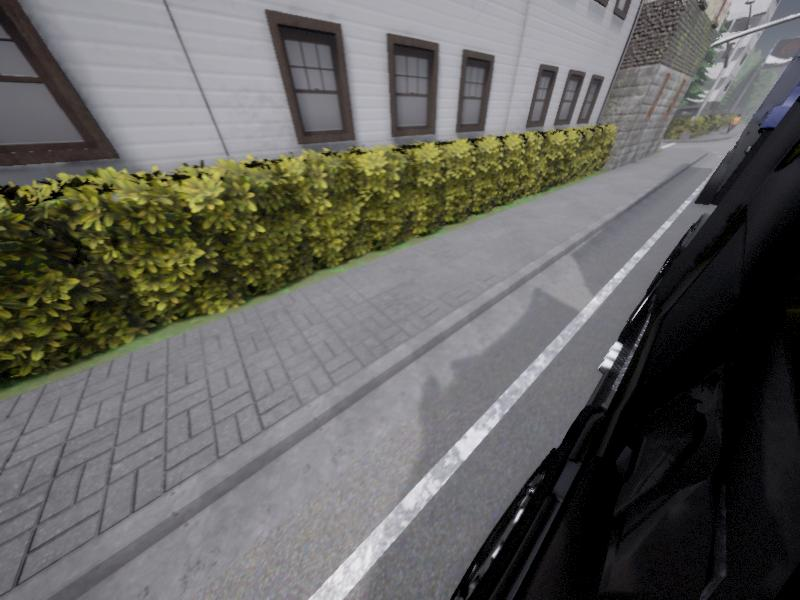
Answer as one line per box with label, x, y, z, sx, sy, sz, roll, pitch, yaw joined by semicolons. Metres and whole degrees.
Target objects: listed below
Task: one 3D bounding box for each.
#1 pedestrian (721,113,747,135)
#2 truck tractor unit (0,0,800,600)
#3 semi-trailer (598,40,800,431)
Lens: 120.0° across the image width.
pedestrian;36.026;-19.018;24.947;0.751;1.860;0.751;25;45;32
truck tractor unit;2.645;-0.295;0.351;6.516;4.208;3.053;-28;44;-30
semi-trailer;8.679;-3.615;4.252;14.254;4.402;2.717;-28;44;-30
